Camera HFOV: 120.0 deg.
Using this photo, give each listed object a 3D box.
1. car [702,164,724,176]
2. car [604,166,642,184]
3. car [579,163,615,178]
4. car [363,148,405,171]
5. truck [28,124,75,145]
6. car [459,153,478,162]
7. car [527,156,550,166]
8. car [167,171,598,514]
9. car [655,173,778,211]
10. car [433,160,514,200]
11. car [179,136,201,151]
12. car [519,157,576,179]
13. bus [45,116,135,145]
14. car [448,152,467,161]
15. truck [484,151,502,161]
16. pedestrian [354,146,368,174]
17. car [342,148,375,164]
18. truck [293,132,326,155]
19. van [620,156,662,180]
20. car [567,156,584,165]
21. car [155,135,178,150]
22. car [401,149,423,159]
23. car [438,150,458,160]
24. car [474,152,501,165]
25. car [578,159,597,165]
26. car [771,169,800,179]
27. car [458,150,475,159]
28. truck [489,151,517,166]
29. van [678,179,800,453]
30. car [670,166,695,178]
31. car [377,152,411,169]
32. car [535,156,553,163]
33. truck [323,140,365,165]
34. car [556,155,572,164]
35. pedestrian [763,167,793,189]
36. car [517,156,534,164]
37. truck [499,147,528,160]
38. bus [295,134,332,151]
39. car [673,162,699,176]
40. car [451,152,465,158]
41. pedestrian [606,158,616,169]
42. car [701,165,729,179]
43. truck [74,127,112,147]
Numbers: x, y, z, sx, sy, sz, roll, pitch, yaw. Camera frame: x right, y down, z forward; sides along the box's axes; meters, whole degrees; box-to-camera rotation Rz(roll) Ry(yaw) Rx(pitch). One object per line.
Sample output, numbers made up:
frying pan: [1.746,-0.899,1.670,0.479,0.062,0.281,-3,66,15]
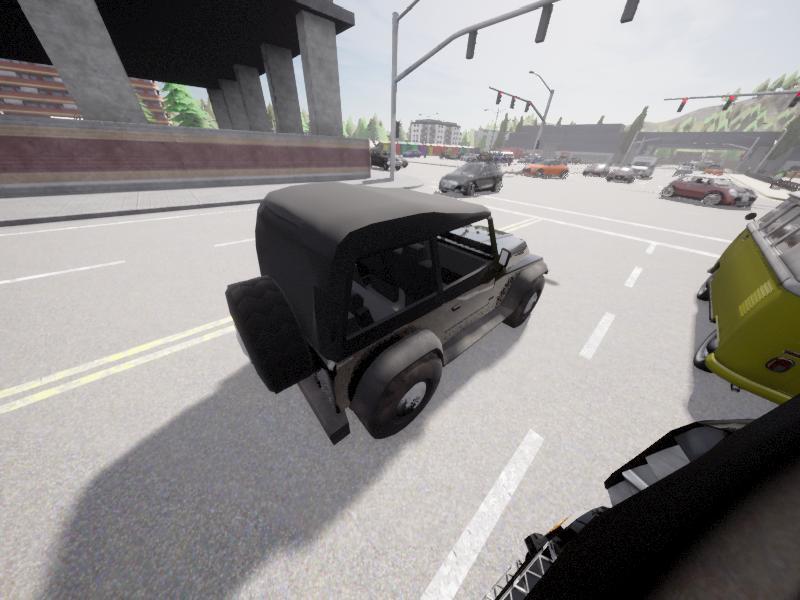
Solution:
car: [63.708,-26.550,47.079,3.866,1.878,1.905,-24,42,-35]
car: [23.671,-13.274,24.495,4.181,1.385,1.994,-26,43,-36]
car: [25.519,-16.806,29.860,4.792,1.488,2.163,-24,42,-35]
car: [-1.824,-15.034,24.668,1.932,1.855,4.605,-25,42,-35]
truck: [-54.986,-26.148,36.666,2.615,2.467,5.204,-24,42,-35]
car: [14.795,-30.864,50.030,3.806,1.475,1.970,-24,42,-35]
car: [28.814,-28.857,47.936,4.611,1.667,2.242,-24,42,-35]
car: [0.274,-0.350,2.784,3.866,1.878,1.905,-24,42,-35]
car: [18.767,-6.687,14.053,1.970,1.475,3.806,1,34,-3]
car: [4.440,-7.308,13.796,4.856,1.649,2.033,-25,43,-34]
car: [-35.281,-26.260,38.795,1.905,1.878,3.866,-24,42,-35]
car: [15.743,-14.161,24.796,4.553,1.767,2.097,-3,33,-9]
bus: [-65.295,-36.015,49.423,10.273,4.253,3.944,-24,42,-35]
car: [12.890,-32.161,51.783,3.905,1.438,1.784,-24,42,-35]
truck: [24.212,-37.521,60.163,4.478,2.038,2.069,-24,42,-35]
pedestrian: [-3.107,-11.137,18.394,0.751,1.860,0.751,-24,42,-34]
car: [-5.932,-20.547,32.874,1.930,1.638,5.238,-25,42,-35]
truck: [-19.122,-33.071,48.773,2.891,3.827,8.468,-25,42,-35]
van: [32.155,-17.621,30.735,6.366,2.431,2.351,-25,42,-35]
car: [46.720,-37.080,61.372,4.605,1.855,1.932,-24,42,-35]
car: [-37.488,-25.263,37.127,1.905,1.878,3.866,-24,42,-35]
car: [2.694,-33.640,53.167,4.611,1.667,2.242,-24,42,-35]
car: [11.094,-33.496,53.278,4.605,1.855,1.932,-24,42,-35]
car: [15.570,-25.147,41.036,4.605,1.855,1.932,-24,42,-35]
car: [57.010,-41.894,70.126,1.970,1.475,3.806,-24,42,-34]
car: [90.184,-28.815,52.791,1.801,1.575,5.366,-24,42,-35]
car: [18.753,-41.028,65.206,4.605,1.855,1.932,-24,42,-35]
truck: [17.533,-23.980,39.254,4.478,2.038,2.069,-24,42,-35]
van: [5.427,-0.146,2.781,4.442,1.987,1.775,-24,42,-35]
car: [47.208,-21.427,38.543,5.357,1.411,2.033,-25,42,-35]
car: [-0.824,-17.119,28.247,1.816,1.474,4.193,-25,42,-35]
car: [38.217,-37.184,61.313,5.357,1.415,2.033,-24,42,-35]
truck: [-7.123,-18.774,29.362,2.627,2.467,5.204,-25,42,-35]
car: [44.855,-38.366,63.174,3.866,1.878,1.905,-24,42,-35]
pedestrian: [39.411,-12.739,24.120,0.751,1.860,0.751,-25,42,-35]
car: [29.940,-33.443,55.062,3.806,1.475,1.970,-24,42,-35]
truck: [41.495,-53.772,84.642,2.891,3.827,8.468,-23,41,-33]
bus: [-28.660,-52.502,77.036,10.273,4.253,3.944,-24,42,-35]
car: [52.887,-24.284,42.693,5.566,2.045,2.150,-24,42,-35]
car: [16.884,-42.145,67.129,3.905,1.438,1.784,-24,42,-35]
pedestrian: [43.662,-28.195,47.732,0.751,1.860,0.751,-26,43,-36]
car: [53.147,-21.724,39.083,4.553,1.767,2.097,-24,42,-35]
truck: [-51.750,-27.609,39.112,2.615,2.467,5.204,-24,42,-35]
